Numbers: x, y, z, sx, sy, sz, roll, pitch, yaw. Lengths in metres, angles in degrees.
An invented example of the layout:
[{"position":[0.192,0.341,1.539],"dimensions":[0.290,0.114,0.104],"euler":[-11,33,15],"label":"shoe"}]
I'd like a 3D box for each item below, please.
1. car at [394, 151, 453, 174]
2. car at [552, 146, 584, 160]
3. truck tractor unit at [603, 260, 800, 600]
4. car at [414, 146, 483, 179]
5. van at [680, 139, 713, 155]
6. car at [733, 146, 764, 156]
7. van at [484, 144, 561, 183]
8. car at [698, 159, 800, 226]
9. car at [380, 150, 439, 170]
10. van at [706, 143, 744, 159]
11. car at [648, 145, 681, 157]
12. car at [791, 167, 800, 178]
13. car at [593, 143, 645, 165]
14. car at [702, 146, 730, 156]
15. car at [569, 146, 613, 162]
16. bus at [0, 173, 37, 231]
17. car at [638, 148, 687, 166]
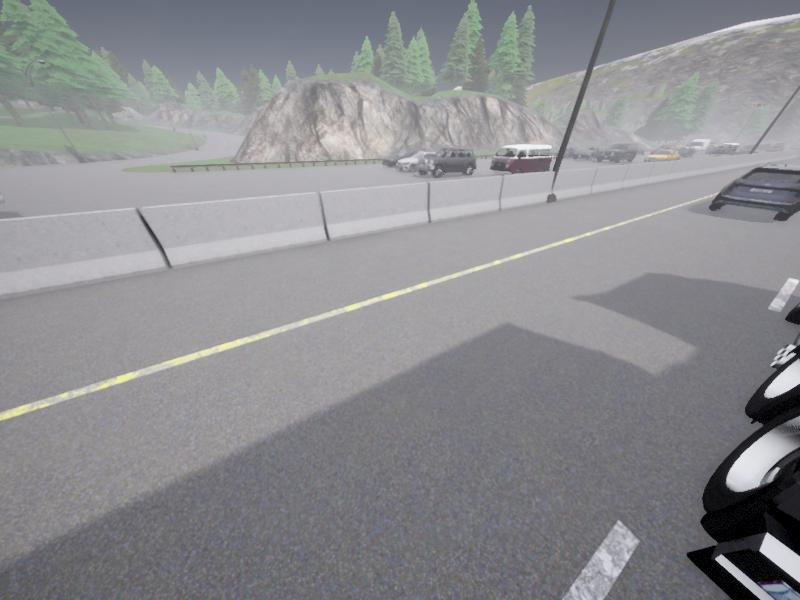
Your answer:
[{"position":[1.970,-11.757,19.633],"dimensions":[4.674,1.442,1.812],"euler":[-18,39,-24],"label":"car"},{"position":[24.414,-21.418,33.608],"dimensions":[3.633,1.501,1.845],"euler":[-18,39,-24],"label":"car"},{"position":[5.104,-0.308,0.790],"dimensions":[6.516,4.208,3.053],"euler":[-19,39,-24],"label":"truck tractor unit"},{"position":[3.502,-10.123,16.923],"dimensions":[4.605,1.855,1.932],"euler":[-18,39,-25],"label":"car"},{"position":[60.745,-31.386,47.285],"dimensions":[5.915,2.561,1.988],"euler":[-18,39,-24],"label":"van"},{"position":[64.213,-27.490,42.585],"dimensions":[4.974,1.542,2.038],"euler":[-18,39,-24],"label":"car"},{"position":[8.358,-9.463,15.872],"dimensions":[4.480,2.038,2.069],"euler":[-18,39,-24],"label":"van"},{"position":[14.307,-4.309,8.873],"dimensions":[4.856,1.649,2.033],"euler":[-18,39,-24],"label":"car"},{"position":[0.972,-13.721,22.490],"dimensions":[5.357,1.411,2.033],"euler":[-18,39,-24],"label":"car"},{"position":[50.621,-23.240,35.987],"dimensions":[4.480,2.038,2.069],"euler":[-18,39,-25],"label":"van"},{"position":[47.014,-26.532,41.008],"dimensions":[4.611,1.667,2.242],"euler":[-18,39,-24],"label":"car"},{"position":[32.458,-10.090,17.607],"dimensions":[4.718,1.301,1.895],"euler":[-18,39,-24],"label":"car"},{"position":[26.269,-17.615,27.711],"dimensions":[5.566,2.045,2.150],"euler":[-18,39,-24],"label":"car"},{"position":[60.406,-28.476,44.146],"dimensions":[4.181,1.385,1.994],"euler":[-18,39,-24],"label":"car"},{"position":[25.390,-19.463,30.728],"dimensions":[5.027,1.651,2.152],"euler":[-18,39,-24],"label":"car"},{"position":[-16.243,-2.273,3.413],"dimensions":[10.273,4.253,3.944],"euler":[-18,39,-24],"label":"bus"},{"position":[29.804,-16.269,26.209],"dimensions":[5.366,1.575,1.801],"euler":[-18,39,-24],"label":"car"}]
